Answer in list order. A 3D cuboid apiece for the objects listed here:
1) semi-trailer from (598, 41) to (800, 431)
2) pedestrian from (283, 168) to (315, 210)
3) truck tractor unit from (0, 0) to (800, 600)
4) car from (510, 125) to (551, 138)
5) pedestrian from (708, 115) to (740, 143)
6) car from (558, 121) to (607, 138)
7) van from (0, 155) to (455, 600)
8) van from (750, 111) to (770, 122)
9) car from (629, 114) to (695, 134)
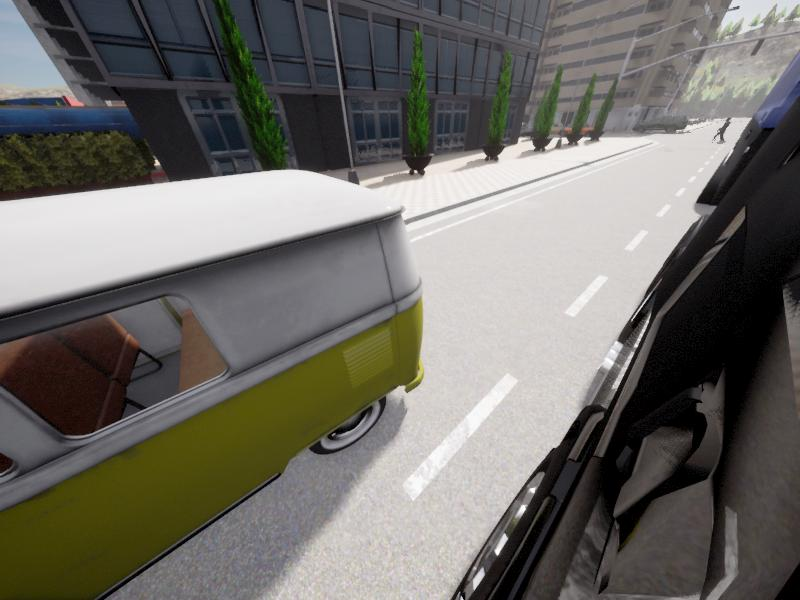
[{"bbox_3d":[8.682,-3.618,4.240,14.254,4.402,2.717,-28,44,-30],"label":"semi-trailer"},{"bbox_3d":[-3.181,-3.520,7.332,0.500,1.100,0.500,-28,44,-30],"label":"pedestrian"},{"bbox_3d":[2.645,-0.295,0.351,6.516,4.208,3.053,-28,44,-30],"label":"truck tractor unit"},{"bbox_3d":[20.172,-26.053,35.816,2.128,1.511,4.902,-28,44,-30],"label":"car"},{"bbox_3d":[27.758,-14.624,19.811,0.751,1.860,0.751,-28,43,-29],"label":"pedestrian"},{"bbox_3d":[24.594,-23.090,31.343,2.097,1.767,4.553,-28,43,-29],"label":"car"},{"bbox_3d":[-2.009,0.609,1.298,4.442,1.987,1.775,-25,42,-27],"label":"van"},{"bbox_3d":[86.730,-44.253,55.623,4.442,1.987,1.775,-27,43,-29],"label":"van"},{"bbox_3d":[36.645,-24.717,32.546,2.150,2.045,5.566,-28,44,-30],"label":"car"}]
